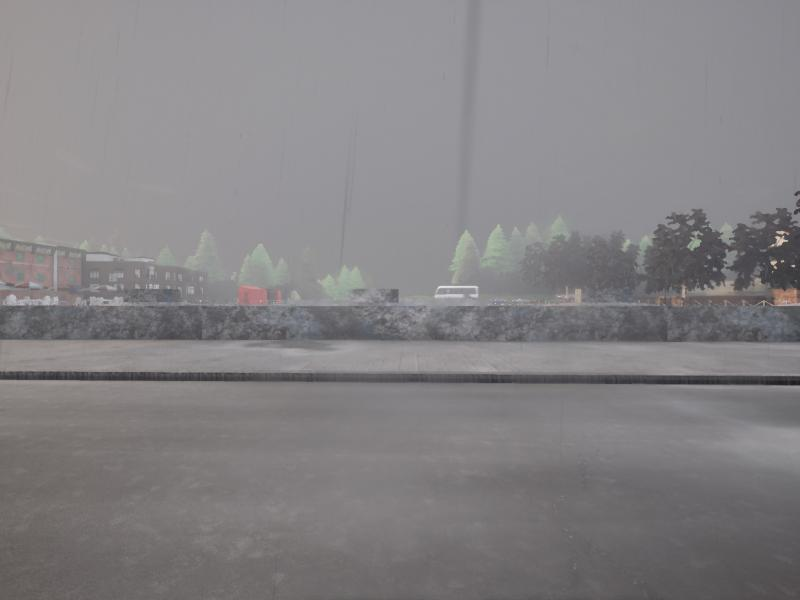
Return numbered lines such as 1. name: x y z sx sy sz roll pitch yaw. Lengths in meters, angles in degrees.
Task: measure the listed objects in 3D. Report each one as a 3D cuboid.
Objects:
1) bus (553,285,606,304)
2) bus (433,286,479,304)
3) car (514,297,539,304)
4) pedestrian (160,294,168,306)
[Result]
1. bus: 41.056 -1.139 91.734 10.273 4.253 3.944 0 0 2
2. bus: 12.850 -1.139 92.660 10.273 4.253 3.944 0 0 2
3. car: 27.854 0.196 88.285 4.974 1.542 2.038 0 0 2
4. pedestrian: -37.962 -0.043 64.291 0.751 1.860 0.751 0 0 14
